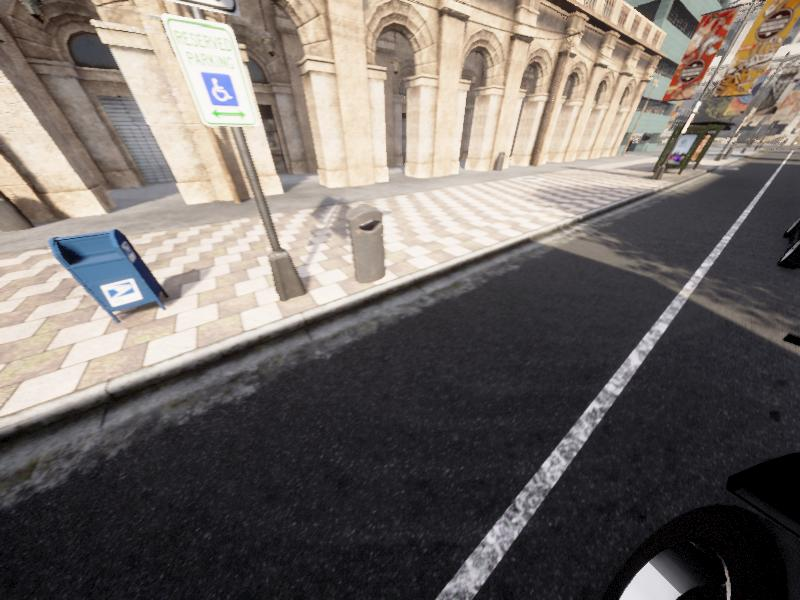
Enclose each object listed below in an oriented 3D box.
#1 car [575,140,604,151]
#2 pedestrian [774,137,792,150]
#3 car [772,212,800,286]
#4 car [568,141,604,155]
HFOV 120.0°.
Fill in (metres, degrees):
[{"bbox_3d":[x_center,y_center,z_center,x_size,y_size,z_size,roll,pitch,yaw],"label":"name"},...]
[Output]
[{"bbox_3d":[34.308,-28.098,41.893,4.902,1.511,2.128,-22,41,-28],"label":"car"},{"bbox_3d":[67.146,-27.381,40.458,0.751,1.860,0.751,-19,39,-25],"label":"pedestrian"},{"bbox_3d":[9.670,-1.415,4.528,4.892,1.490,1.837,-22,41,-28],"label":"car"},{"bbox_3d":[27.194,-22.249,33.739,4.786,1.482,2.161,-22,41,-28],"label":"car"}]
